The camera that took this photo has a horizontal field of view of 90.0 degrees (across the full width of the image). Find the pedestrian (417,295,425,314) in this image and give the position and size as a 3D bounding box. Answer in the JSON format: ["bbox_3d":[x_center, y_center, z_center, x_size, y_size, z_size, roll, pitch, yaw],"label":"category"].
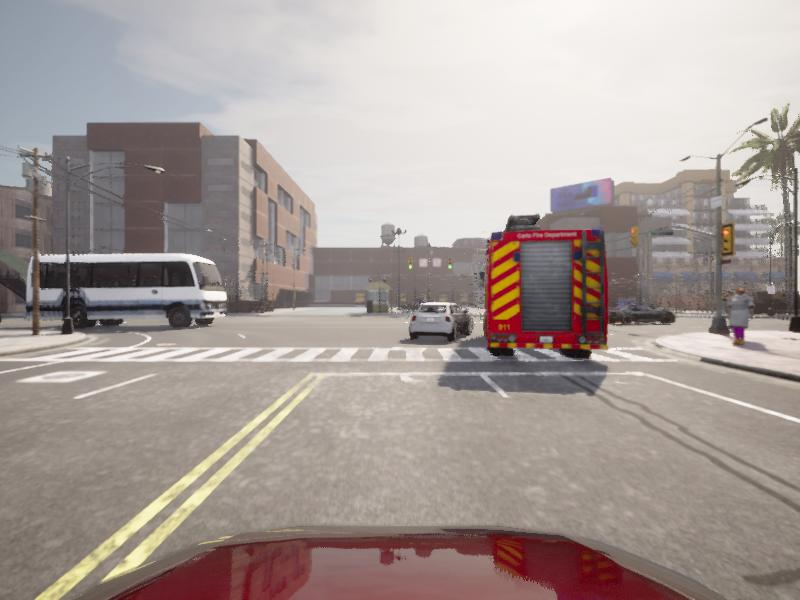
[{"bbox_3d":[2.133,0.485,39.898,0.751,1.860,0.751,0,0,-2],"label":"pedestrian"}]

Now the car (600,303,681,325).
[{"bbox_3d":[15.735,0.907,26.345,4.181,1.385,1.994,0,0,-5],"label":"car"}]

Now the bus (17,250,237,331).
[{"bbox_3d":[-15.570,-0.528,23.582,10.273,4.253,3.944,-1,0,1],"label":"bus"}]

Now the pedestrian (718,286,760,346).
[{"bbox_3d":[10.934,0.485,12.904,0.751,1.860,0.751,0,0,-18],"label":"pedestrian"}]

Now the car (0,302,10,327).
[{"bbox_3d":[-26.385,0.851,23.554,4.792,1.488,2.163,0,0,1],"label":"car"}]

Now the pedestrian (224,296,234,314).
[{"bbox_3d":[-17.238,0.485,40.316,0.751,1.860,0.751,0,0,0],"label":"pedestrian"}]

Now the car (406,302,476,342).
[{"bbox_3d":[1.871,0.853,17.113,1.970,1.475,3.806,0,0,23],"label":"car"}]

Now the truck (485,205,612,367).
[{"bbox_3d":[4.441,-0.321,13.864,2.891,3.827,8.468,0,0,12],"label":"truck"}]
